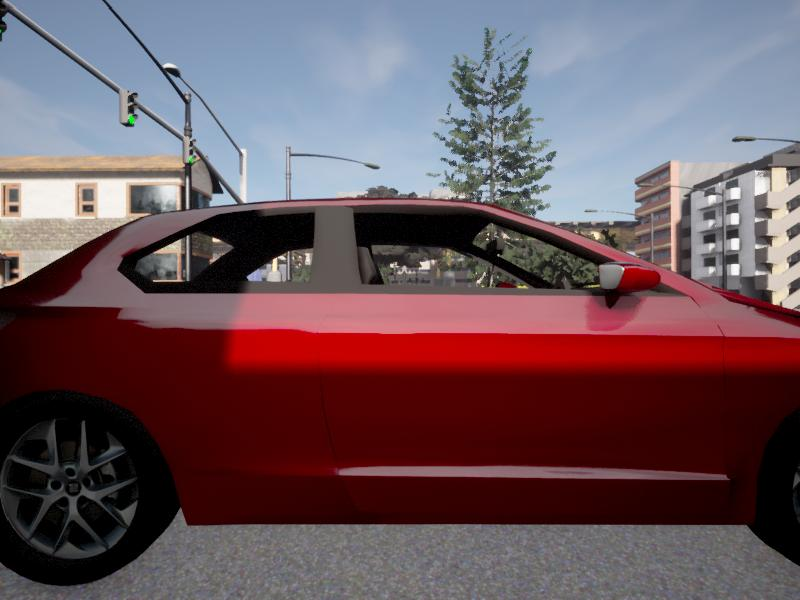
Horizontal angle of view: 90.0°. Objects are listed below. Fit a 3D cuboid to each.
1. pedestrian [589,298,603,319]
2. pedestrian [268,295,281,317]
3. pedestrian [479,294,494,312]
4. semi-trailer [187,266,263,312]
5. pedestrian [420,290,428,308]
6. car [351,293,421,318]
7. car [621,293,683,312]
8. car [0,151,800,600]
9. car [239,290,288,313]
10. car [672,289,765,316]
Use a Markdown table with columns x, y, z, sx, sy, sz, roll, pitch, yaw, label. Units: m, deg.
| x | y | z | sx | sy | sz | roll | pitch | yaw | label |
| --- | --- | --- | --- | --- | --- | --- | --- | --- | --- |
| 10.419 | 0.428 | 21.255 | 0.500 | 1.100 | 0.500 | 0 | 0 | -7 | pedestrian |
| -6.585 | 0.313 | 21.026 | 0.500 | 1.100 | 0.500 | 0 | 0 | -37 | pedestrian |
| 6.390 | 0.204 | 29.444 | 0.751 | 1.300 | 0.751 | 0 | 0 | -40 | pedestrian |
| -19.892 | -1.053 | 44.559 | 14.254 | 4.402 | 2.717 | 0 | 0 | 45 | semi-trailer |
| 2.531 | -0.109 | 42.127 | 0.751 | 1.860 | 0.751 | 0 | 0 | -3 | pedestrian |
| -0.976 | 0.337 | 25.678 | 1.812 | 1.442 | 4.674 | 0 | 0 | -45 | car |
| 20.871 | 0.221 | 33.437 | 2.163 | 1.488 | 4.792 | 0 | 0 | 0 | car |
| 0.276 | 0.255 | 2.204 | 4.193 | 1.474 | 1.816 | 0 | 0 | 0 | car |
| -12.926 | 0.114 | 37.633 | 5.566 | 2.045 | 2.150 | 1 | 1 | 45 | car |
| 20.807 | 0.147 | 26.503 | 2.152 | 1.651 | 5.027 | 0 | 0 | 1 | car |
